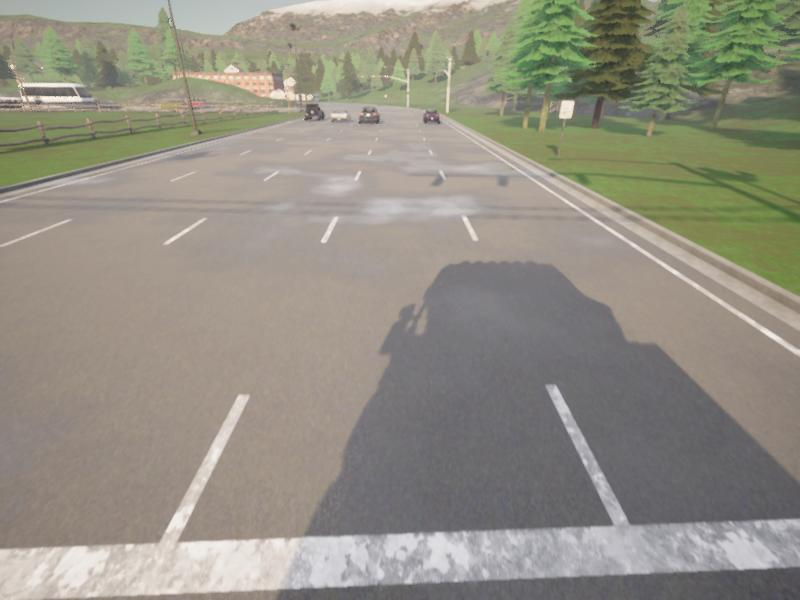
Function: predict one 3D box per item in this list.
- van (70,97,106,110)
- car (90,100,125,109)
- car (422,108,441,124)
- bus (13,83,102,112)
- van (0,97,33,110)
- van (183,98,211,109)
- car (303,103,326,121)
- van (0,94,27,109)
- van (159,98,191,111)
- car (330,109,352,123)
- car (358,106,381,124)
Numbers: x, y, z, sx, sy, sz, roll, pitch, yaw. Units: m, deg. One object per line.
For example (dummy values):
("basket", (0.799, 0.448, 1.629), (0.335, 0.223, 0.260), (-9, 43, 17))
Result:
("van", (-58.177, -36.659, 74.676), (4.480, 2.038, 2.069), (0, 27, -1))
("car", (-56.907, -38.020, 77.926), (4.792, 1.488, 2.163), (0, 27, -1))
("car", (3.562, -21.128, 45.859), (1.816, 1.474, 4.193), (0, 27, 0))
("bus", (-57.966, -34.487, 68.056), (10.273, 4.253, 3.944), (0, 27, -1))
("van", (-69.039, -35.044, 71.446), (4.480, 2.038, 2.069), (0, 27, -1))
("van", (-41.063, -39.865, 81.094), (4.442, 1.987, 1.775), (0, 27, -1))
("car", (-10.432, -22.981, 48.852), (1.905, 1.878, 3.866), (0, 27, 0))
("van", (-73.738, -36.889, 74.373), (5.915, 2.561, 1.988), (0, 27, -1))
("van", (-40.347, -35.042, 71.775), (4.442, 1.987, 1.775), (0, 27, -1))
("car", (-6.936, -21.910, 47.464), (1.895, 1.301, 4.718), (0, 27, 0))
("car", (-3.436, -21.085, 45.494), (2.242, 1.667, 4.611), (0, 27, 0))
